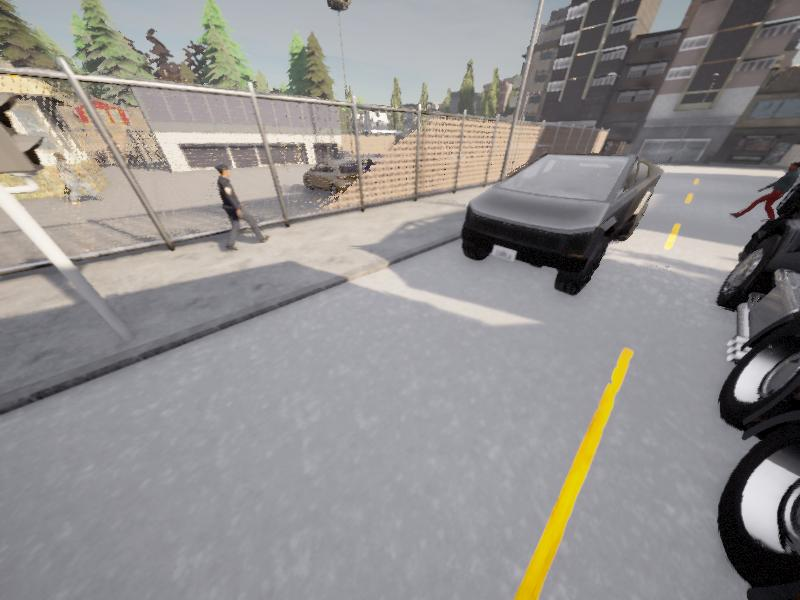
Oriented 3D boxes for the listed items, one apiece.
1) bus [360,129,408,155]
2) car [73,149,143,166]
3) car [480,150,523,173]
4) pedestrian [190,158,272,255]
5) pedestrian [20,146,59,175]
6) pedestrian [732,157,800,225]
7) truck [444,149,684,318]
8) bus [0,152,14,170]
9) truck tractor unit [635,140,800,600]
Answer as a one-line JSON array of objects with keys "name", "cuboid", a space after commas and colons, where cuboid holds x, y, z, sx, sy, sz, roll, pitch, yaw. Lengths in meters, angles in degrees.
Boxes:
[{"name": "bus", "cuboid": [-3.156, -34.193, 50.073, 3.944, 4.253, 10.273, 28, 44, 34]}, {"name": "car", "cuboid": [-34.417, -17.034, 27.475, 4.902, 1.511, 2.128, -29, 44, -35]}, {"name": "car", "cuboid": [9.262, -12.733, 21.112, 3.705, 1.547, 1.789, -27, 43, -33]}, {"name": "pedestrian", "cuboid": [-3.752, -2.110, 5.264, 0.751, 1.860, 0.751, 25, 42, 32]}, {"name": "pedestrian", "cuboid": [-27.765, -10.783, 17.838, 0.751, 1.860, 0.751, -26, 42, -33]}, {"name": "pedestrian", "cuboid": [12.196, -3.539, 7.545, 0.751, 1.860, 0.751, -27, 43, -34]}, {"name": "truck", "cuboid": [4.122, -2.265, 5.514, 6.274, 2.098, 2.390, -27, 43, -33]}, {"name": "bus", "cuboid": [-44.470, -14.439, 21.262, 10.273, 4.253, 3.944, 6, 35, 8]}, {"name": "truck tractor unit", "cuboid": [4.882, -0.481, 1.046, 6.516, 4.208, 3.053, -27, 42, -33]}]
